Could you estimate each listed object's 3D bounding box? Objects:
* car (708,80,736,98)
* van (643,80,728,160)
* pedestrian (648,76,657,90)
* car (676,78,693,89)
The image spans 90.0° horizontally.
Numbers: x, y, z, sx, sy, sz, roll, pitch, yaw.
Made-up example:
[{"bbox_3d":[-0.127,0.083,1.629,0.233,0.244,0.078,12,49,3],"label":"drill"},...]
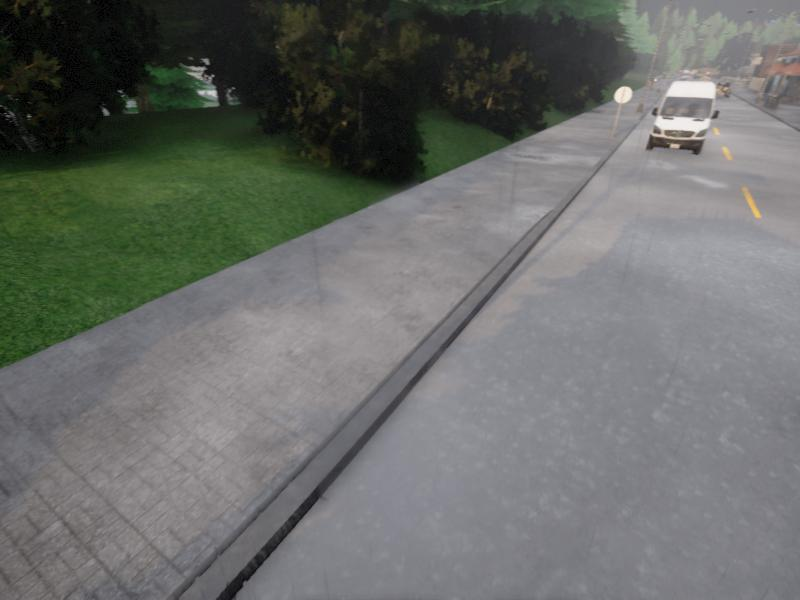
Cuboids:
[{"bbox_3d":[40.237,-26.465,50.080,1.932,1.855,4.605,18,34,27],"label":"car"},{"bbox_3d":[12.381,-8.074,17.513,1.988,2.561,5.915,18,34,27],"label":"van"},{"bbox_3d":[39.824,-34.261,63.178,0.751,1.860,0.751,16,34,24],"label":"pedestrian"},{"bbox_3d":[53.679,-40.947,75.607,2.152,1.651,5.027,18,34,27],"label":"car"}]
